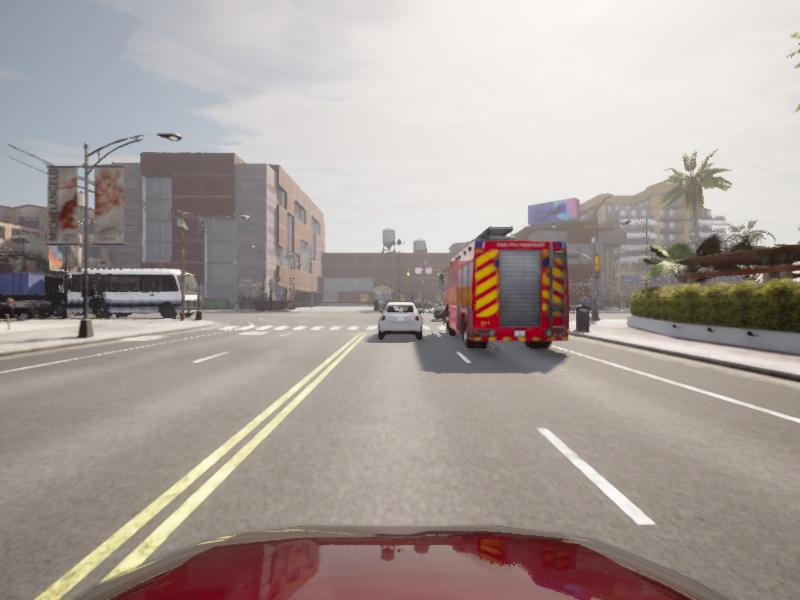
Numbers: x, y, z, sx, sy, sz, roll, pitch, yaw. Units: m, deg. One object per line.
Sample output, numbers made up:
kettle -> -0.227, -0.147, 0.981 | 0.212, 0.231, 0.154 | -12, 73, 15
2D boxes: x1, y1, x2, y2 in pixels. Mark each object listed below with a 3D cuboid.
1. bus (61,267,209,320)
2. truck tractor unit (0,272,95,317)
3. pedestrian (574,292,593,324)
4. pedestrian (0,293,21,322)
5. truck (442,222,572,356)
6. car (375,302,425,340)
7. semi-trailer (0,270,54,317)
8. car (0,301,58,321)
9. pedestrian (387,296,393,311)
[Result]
bus -> -22.569, -0.533, 34.622 | 10.273, 4.253, 3.944 | 0, 0, 1
truck tractor unit -> -33.963, -0.515, 38.772 | 6.516, 4.208, 3.053 | 0, 0, 0
pedestrian -> 10.932, 0.485, 23.858 | 0.751, 1.860, 0.751 | 0, 0, -18
pedestrian -> -25.422, 0.485, 26.085 | 0.751, 1.860, 0.751 | 0, 0, -12
truck -> 3.522, -0.321, 15.700 | 2.891, 3.827, 8.468 | 0, 0, 0
car -> 0.024, 0.854, 17.727 | 1.970, 1.475, 3.806 | 0, 0, 0
semi-trailer -> -41.876, -0.619, 38.840 | 14.254, 4.402, 2.717 | 0, 0, 1
car -> -30.454, 0.824, 31.639 | 5.008, 1.535, 2.097 | 0, 0, 0
pedestrian -> -1.270, 0.485, 50.750 | 0.751, 1.860, 0.751 | 0, 0, -2
